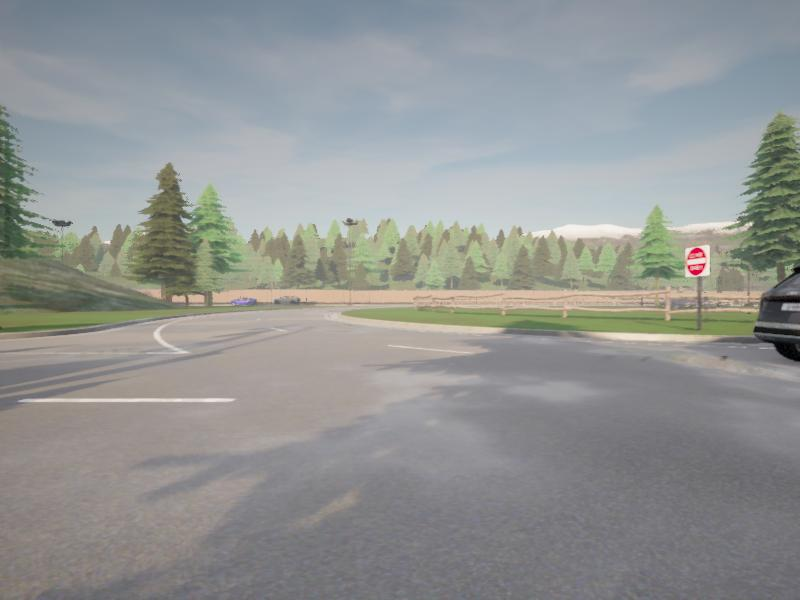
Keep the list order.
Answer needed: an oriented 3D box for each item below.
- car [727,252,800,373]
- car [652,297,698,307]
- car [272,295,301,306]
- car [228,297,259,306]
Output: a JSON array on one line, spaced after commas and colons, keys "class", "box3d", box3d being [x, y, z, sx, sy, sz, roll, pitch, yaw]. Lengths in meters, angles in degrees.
[{"class": "car", "box3d": [7.918, 0.175, 5.702, 4.856, 1.649, 2.033, 0, 0, 0]}, {"class": "car", "box3d": [40.984, 0.283, 59.711, 5.357, 1.411, 2.033, 0, 0, 0]}, {"class": "car", "box3d": [-19.842, 0.060, 69.998, 4.605, 1.855, 1.932, 0, 0, 0]}, {"class": "car", "box3d": [-27.322, 0.273, 69.971, 4.514, 1.525, 2.007, 0, 0, 0]}]
